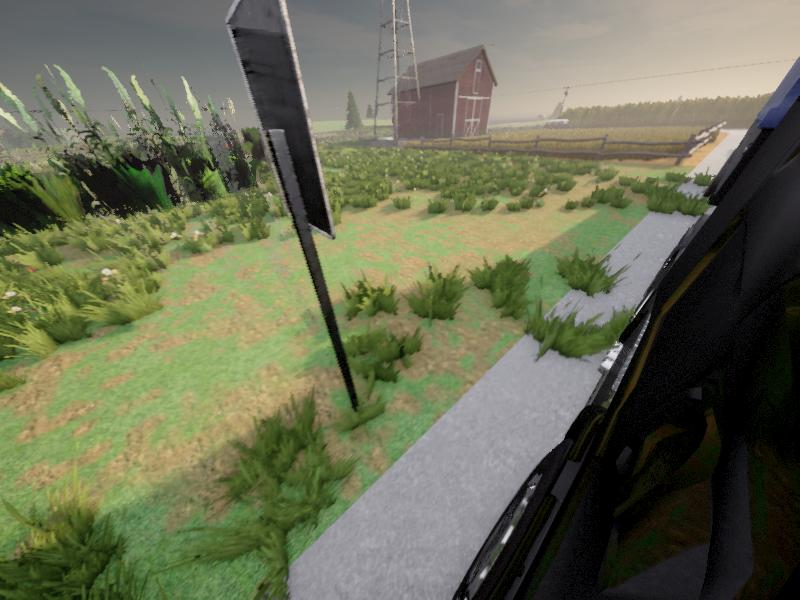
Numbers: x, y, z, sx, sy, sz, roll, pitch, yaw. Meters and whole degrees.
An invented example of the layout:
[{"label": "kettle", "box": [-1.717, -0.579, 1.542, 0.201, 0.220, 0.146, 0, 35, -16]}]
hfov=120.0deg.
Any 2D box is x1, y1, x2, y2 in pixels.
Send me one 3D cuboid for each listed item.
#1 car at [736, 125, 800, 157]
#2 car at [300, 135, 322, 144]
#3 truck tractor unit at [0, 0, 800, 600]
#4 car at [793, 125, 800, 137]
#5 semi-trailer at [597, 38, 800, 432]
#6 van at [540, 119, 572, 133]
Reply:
[{"label": "car", "box": [22.642, -9.797, 14.123, 4.718, 1.301, 1.895, -28, 44, -30]}, {"label": "car", "box": [-19.288, -34.982, 50.285, 3.806, 1.475, 1.970, -24, 42, -26]}, {"label": "truck tractor unit", "box": [2.645, -0.295, 0.351, 6.516, 4.208, 3.053, -28, 44, -30]}, {"label": "car", "box": [38.586, -16.018, 21.199, 3.806, 1.475, 1.970, -28, 44, -30]}, {"label": "semi-trailer", "box": [8.712, -3.605, 4.201, 14.254, 4.402, 2.717, -28, 44, -29]}, {"label": "van", "box": [31.887, -35.674, 47.347, 2.069, 2.038, 4.480, -28, 44, -30]}]
